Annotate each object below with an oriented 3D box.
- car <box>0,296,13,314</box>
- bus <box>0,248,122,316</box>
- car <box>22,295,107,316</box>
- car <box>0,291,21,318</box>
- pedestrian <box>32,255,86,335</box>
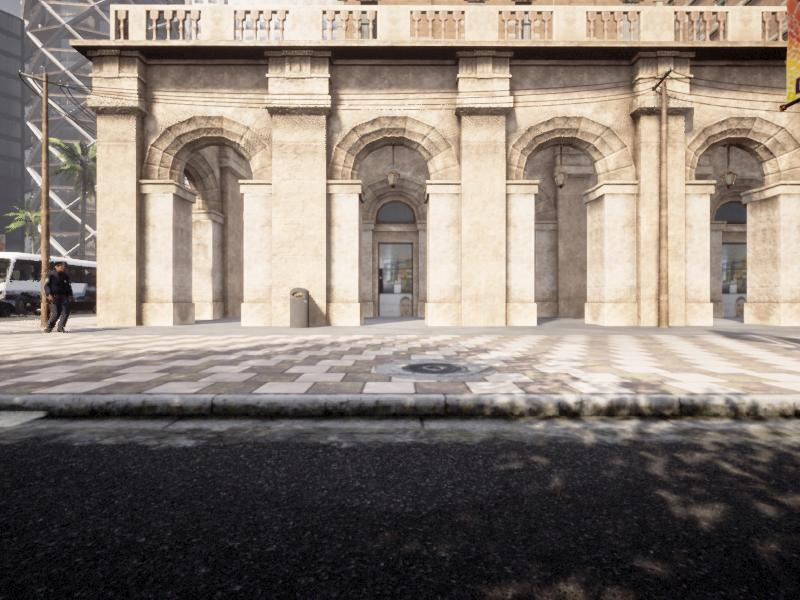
[{"bbox_3d":[-30.045,0.339,27.757,1.895,1.301,4.718,0,0,0],"label":"car"},{"bbox_3d":[-26.426,-1.138,30.064,3.944,4.253,10.273,0,0,0],"label":"bus"},{"bbox_3d":[-23.035,0.340,27.750,1.895,1.301,4.718,0,0,0],"label":"car"},{"bbox_3d":[-23.029,0.251,21.246,1.816,1.474,4.193,0,0,0],"label":"car"},{"bbox_3d":[-8.350,-0.116,9.815,0.751,1.860,0.751,0,0,24],"label":"pedestrian"}]
